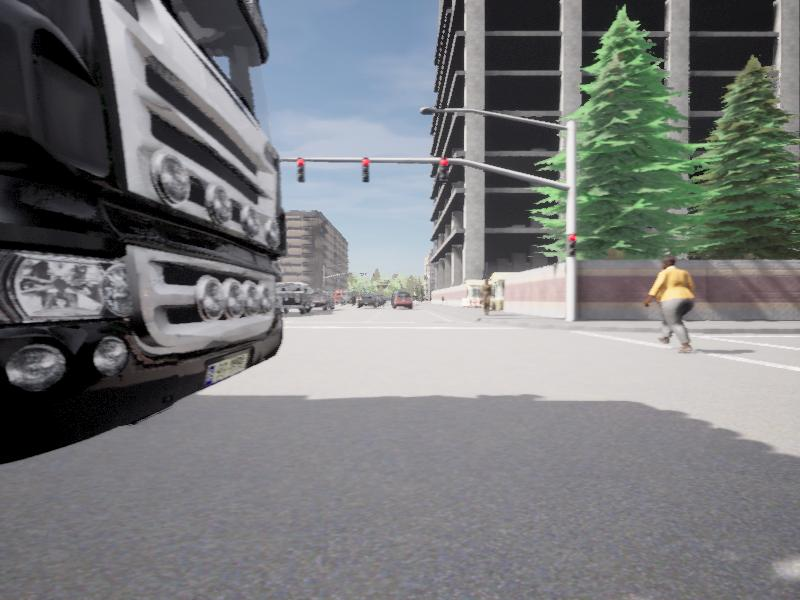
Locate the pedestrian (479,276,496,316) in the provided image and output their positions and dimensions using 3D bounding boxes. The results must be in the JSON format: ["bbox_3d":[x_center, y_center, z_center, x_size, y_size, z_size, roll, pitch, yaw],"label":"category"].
[{"bbox_3d":[4.109,-0.191,18.832,0.751,1.860,0.751,0,0,12],"label":"pedestrian"}]

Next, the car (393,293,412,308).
[{"bbox_3d":[0.245,0.072,43.730,1.882,1.535,5.008,0,0,0],"label":"car"}]

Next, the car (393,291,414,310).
[{"bbox_3d":[0.302,0.056,37.138,1.851,1.617,3.988,0,0,0],"label":"car"}]

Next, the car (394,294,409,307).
[{"bbox_3d":[0.199,0.044,50.488,1.789,1.549,3.705,0,0,-1],"label":"car"}]

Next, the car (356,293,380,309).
[{"bbox_3d":[-3.233,0.088,41.287,2.128,1.511,4.902,0,0,-1],"label":"car"}]

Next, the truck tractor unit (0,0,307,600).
[{"bbox_3d":[-4.135,-1.118,2.193,6.516,4.208,3.053,0,0,0],"label":"truck tractor unit"}]

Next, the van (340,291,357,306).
[{"bbox_3d":[-6.824,-0.189,53.262,1.775,1.987,4.442,0,0,0],"label":"van"}]

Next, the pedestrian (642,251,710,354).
[{"bbox_3d":[5.266,0.039,7.665,0.751,1.860,0.751,0,0,-8],"label":"pedestrian"}]

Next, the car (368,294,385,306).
[{"bbox_3d":[-3.358,-0.014,57.413,2.152,1.651,5.027,0,0,-1],"label":"car"}]

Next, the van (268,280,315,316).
[{"bbox_3d":[-6.654,-0.134,25.048,2.069,2.038,4.480,0,0,-5],"label":"van"}]

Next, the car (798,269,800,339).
[{"bbox_3d":[12.469,0.110,9.202,4.553,1.767,2.097,0,0,0],"label":"car"}]

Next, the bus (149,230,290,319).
[{"bbox_3d":[-9.977,-1.240,24.157,3.944,4.253,10.273,0,0,0],"label":"bus"}]

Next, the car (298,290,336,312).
[{"bbox_3d":[-6.665,0.053,32.754,2.152,1.651,5.027,0,0,0],"label":"car"}]

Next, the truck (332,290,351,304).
[{"bbox_3d":[-10.467,-0.488,71.732,2.627,2.467,5.204,0,0,0],"label":"truck"}]

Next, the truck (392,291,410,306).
[{"bbox_3d":[0.138,-0.251,58.236,2.390,2.098,6.274,0,0,0],"label":"truck"}]

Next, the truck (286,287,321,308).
[{"bbox_3d":[-10.244,-0.218,43.061,2.390,2.098,6.274,0,0,0],"label":"truck"}]
